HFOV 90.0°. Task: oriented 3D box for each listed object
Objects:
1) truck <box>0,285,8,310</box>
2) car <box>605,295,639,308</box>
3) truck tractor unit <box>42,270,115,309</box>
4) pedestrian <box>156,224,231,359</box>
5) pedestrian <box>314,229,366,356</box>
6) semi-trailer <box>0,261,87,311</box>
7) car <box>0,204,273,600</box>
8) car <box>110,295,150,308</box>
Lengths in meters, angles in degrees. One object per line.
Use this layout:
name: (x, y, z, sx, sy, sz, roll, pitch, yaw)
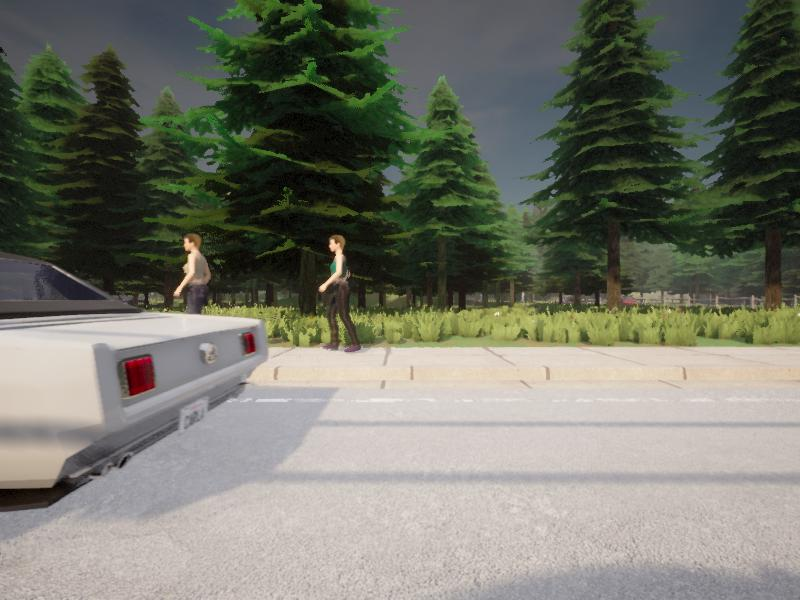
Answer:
truck: (-40.377, -0.239, 37.289, 2.627, 2.467, 5.204, 0, 0, 0)
car: (27.067, 0.207, 48.919, 1.816, 1.474, 4.193, 0, 0, 1)
truck tractor unit: (-36.817, -1.114, 46.162, 3.053, 4.208, 6.516, 0, 0, 1)
pedestrian: (-3.019, -0.112, 5.924, 0.751, 1.860, 0.751, 0, 0, -6)
pedestrian: (-0.920, -0.114, 6.279, 0.751, 1.860, 0.751, 0, 0, -6)
semi-trailer: (-36.831, -1.217, 38.250, 2.717, 4.402, 14.254, 0, 0, 0)
car: (-3.357, 0.347, 2.206, 4.718, 1.301, 1.895, 0, 0, 0)
car: (-36.676, 0.157, 54.482, 2.242, 1.667, 4.611, 0, 0, 1)
